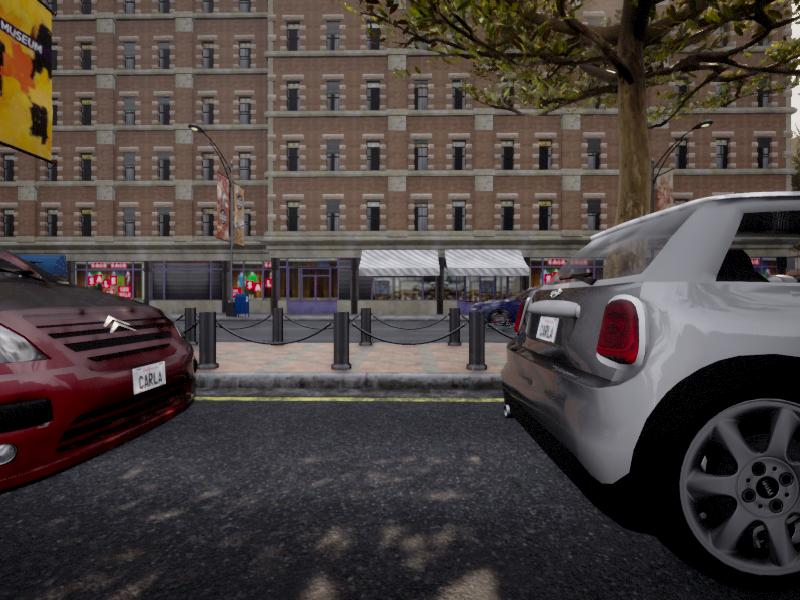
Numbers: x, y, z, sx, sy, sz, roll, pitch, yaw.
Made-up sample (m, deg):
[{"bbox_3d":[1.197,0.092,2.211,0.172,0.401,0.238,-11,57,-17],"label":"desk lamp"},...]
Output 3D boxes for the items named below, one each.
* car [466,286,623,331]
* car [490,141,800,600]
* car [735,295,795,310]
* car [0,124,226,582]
[{"bbox_3d":[4.741,0.270,13.608,4.674,1.442,1.812,0,0,1],"label":"car"},{"bbox_3d":[2.600,0.253,2.173,3.806,1.475,1.970,0,0,1],"label":"car"},{"bbox_3d":[38.151,0.244,41.979,1.837,1.490,4.892,0,0,1],"label":"car"},{"bbox_3d":[-3.390,0.188,2.287,3.988,1.617,1.851,0,0,1],"label":"car"}]
